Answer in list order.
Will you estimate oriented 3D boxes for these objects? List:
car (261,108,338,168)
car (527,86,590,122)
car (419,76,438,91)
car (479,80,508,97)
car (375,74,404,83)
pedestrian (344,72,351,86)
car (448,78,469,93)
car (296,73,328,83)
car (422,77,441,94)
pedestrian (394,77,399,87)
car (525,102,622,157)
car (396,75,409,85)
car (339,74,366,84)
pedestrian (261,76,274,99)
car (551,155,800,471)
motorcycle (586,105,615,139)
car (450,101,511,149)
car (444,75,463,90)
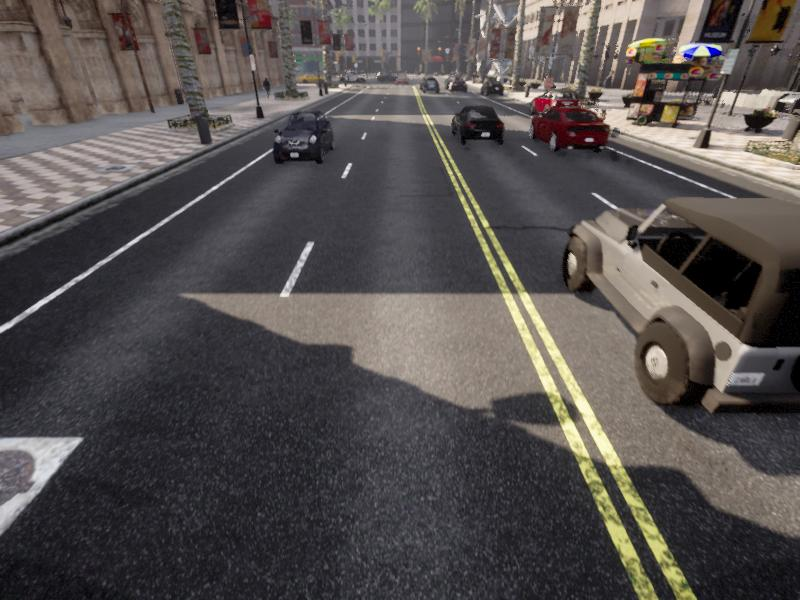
[{"bbox_3d":[-3.499,-6.019,14.661,1.845,1.501,3.633,0,31,0],"label":"car"},{"bbox_3d":[10.099,-12.849,26.021,2.185,1.767,4.553,0,30,0],"label":"car"},{"bbox_3d":[3.840,-29.669,54.714,2.242,1.667,4.611,0,30,0],"label":"car"},{"bbox_3d":[10.407,-23.854,45.025,2.163,1.488,4.792,0,30,0],"label":"car"},{"bbox_3d":[-1.957,-43.150,77.890,5.357,1.411,2.033,-20,36,-30],"label":"car"},{"bbox_3d":[-8.064,-33.877,61.323,0.751,1.860,0.751,-20,36,-31],"label":"pedestrian"},{"bbox_3d":[7.285,-27.008,50.332,2.038,1.542,4.974,0,30,0],"label":"car"},{"bbox_3d":[-16.275,-41.209,74.403,5.366,1.575,1.801,0,30,0],"label":"car"},{"bbox_3d":[3.766,-26.184,48.835,2.033,1.649,4.856,0,31,1],"label":"car"},{"bbox_3d":[-0.555,-34.095,62.549,0.751,1.300,0.751,-4,31,-7],"label":"pedestrian"},{"bbox_3d":[7.001,-7.305,16.846,1.882,1.535,5.008,0,30,0],"label":"car"},{"bbox_3d":[0.515,-37.955,68.979,2.163,1.488,4.792,0,30,0],"label":"car"},{"bbox_3d":[-8.861,-41.363,74.716,4.974,1.542,2.038,-2,31,-4],"label":"car"},{"bbox_3d":[-12.675,-20.320,38.288,0.751,1.860,0.751,0,30,0],"label":"pedestrian"},{"bbox_3d":[3.502,-0.319,4.628,1.905,1.878,3.866,0,31,0],"label":"car"},{"bbox_3d":[9.948,-8.874,19.825,0.764,1.277,2.356,16,34,26],"label":"motorcycle"},{"bbox_3d":[3.501,-8.077,18.249,1.812,1.442,4.674,0,30,0],"label":"car"},{"bbox_3d":[7.351,-30.302,55.668,2.097,1.767,4.553,0,30,1],"label":"car"}]
